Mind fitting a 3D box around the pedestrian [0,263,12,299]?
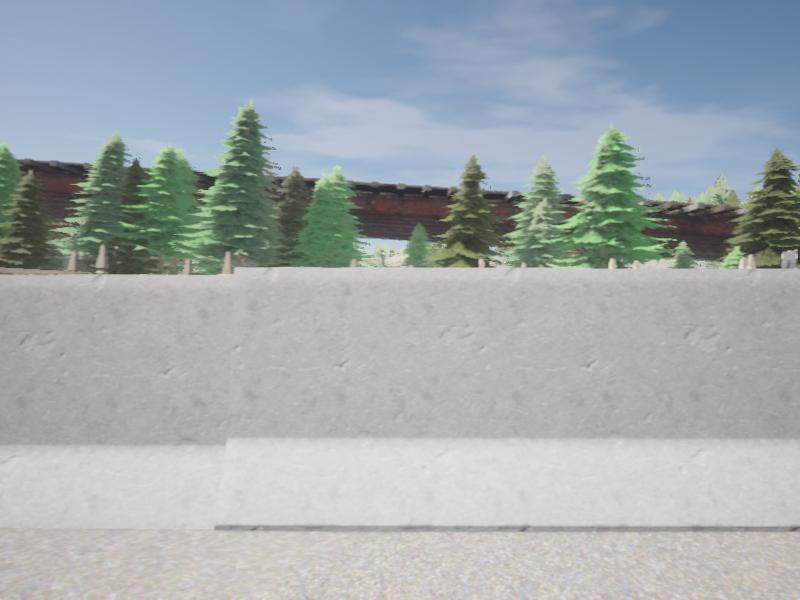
[{"bbox_3d":[-21.094,-1.005,20.938,0.751,1.860,0.751,4,0,0],"label":"pedestrian"}]
